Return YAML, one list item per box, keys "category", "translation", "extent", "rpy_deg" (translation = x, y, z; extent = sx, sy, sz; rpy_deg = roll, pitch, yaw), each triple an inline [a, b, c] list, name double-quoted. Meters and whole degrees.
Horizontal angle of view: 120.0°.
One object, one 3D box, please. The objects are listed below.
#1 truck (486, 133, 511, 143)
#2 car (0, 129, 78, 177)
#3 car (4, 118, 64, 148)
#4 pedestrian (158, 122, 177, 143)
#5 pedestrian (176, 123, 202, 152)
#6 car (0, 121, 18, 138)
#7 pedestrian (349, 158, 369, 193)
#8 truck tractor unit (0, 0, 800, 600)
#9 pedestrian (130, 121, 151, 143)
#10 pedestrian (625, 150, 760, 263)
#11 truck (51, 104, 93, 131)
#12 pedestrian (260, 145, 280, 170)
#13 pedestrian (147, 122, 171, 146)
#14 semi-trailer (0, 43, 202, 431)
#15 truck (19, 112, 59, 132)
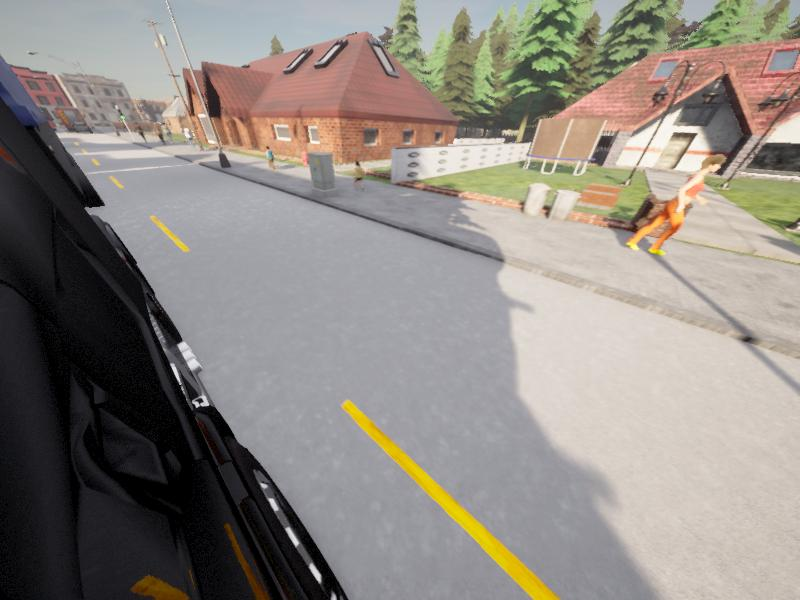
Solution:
- category: "truck"
  translation: [29.903, -49.178, 70.089]
  extent: [6.274, 2.098, 2.390]
  rpy_deg: [28, 44, 30]
- category: "car"
  translation: [-18.176, -7.331, 11.315]
  extent: [4.902, 1.511, 2.128]
  rpy_deg: [28, 44, 30]
- category: "car"
  translation: [-31.325, -14.416, 19.900]
  extent: [4.605, 1.855, 1.932]
  rpy_deg: [29, 44, 30]
- category: "pedestrian"
  translation: [-25.955, -18.726, 25.796]
  extent: [0.751, 1.860, 0.751]
  rpy_deg: [28, 44, 31]
- category: "pedestrian"
  translation: [-17.228, -13.292, 18.901]
  extent: [0.751, 1.860, 0.751]
  rpy_deg: [24, 42, 26]
- category: "car"
  translation: [-46.352, -18.526, 25.025]
  extent: [1.837, 1.490, 4.892]
  rpy_deg: [22, 41, 24]
- category: "pedestrian"
  translation: [-1.548, -4.753, 8.803]
  extent: [0.500, 1.100, 0.500]
  rpy_deg: [-28, 46, -35]
- category: "truck tractor unit"
  translation: [-2.645, -0.295, 0.351]
  extent: [6.516, 4.208, 3.053]
  rpy_deg: [28, 44, 30]
- category: "pedestrian"
  translation: [-27.772, -18.017, 24.748]
  extent: [0.751, 1.860, 0.751]
  rpy_deg: [30, 45, 32]
- category: "pedestrian"
  translation: [5.462, -1.809, 4.543]
  extent: [0.751, 1.860, 0.751]
  rpy_deg: [26, 43, 28]
- category: "truck"
  translation: [-62.468, -34.580, 43.920]
  extent: [8.468, 3.827, 2.891]
  rpy_deg: [27, 43, 30]
- category: "pedestrian"
  translation: [-7.006, -7.662, 12.454]
  extent: [0.500, 1.100, 0.500]
  rpy_deg: [28, 44, 30]
- category: "pedestrian"
  translation: [-23.397, -16.145, 22.442]
  extent: [0.751, 1.860, 0.751]
  rpy_deg: [26, 43, 29]
- category: "semi-trailer"
  translation: [-8.711, -3.564, 4.263]
  extent: [14.254, 4.402, 2.717]
  rpy_deg: [28, 44, 30]
- category: "truck"
  translation: [-61.096, -30.187, 39.203]
  extent: [5.204, 2.467, 2.627]
  rpy_deg: [27, 43, 30]
